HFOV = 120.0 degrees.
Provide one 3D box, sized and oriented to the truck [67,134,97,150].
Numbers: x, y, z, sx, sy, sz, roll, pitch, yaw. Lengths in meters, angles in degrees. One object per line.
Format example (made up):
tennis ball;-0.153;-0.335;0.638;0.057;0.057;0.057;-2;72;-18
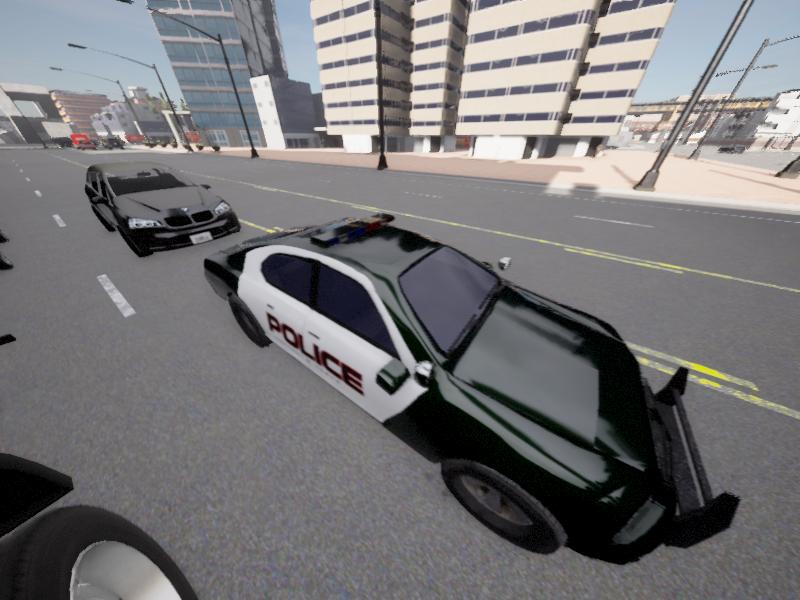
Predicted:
truck;-62.752;-31.278;45.620;5.204;2.467;2.627;28;44;32

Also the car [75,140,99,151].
car;-56.777;-28.025;41.849;3.988;1.617;1.851;25;42;31

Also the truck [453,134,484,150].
truck;21.621;-49.904;72.976;8.468;3.827;2.891;20;40;27

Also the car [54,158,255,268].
car;-6.468;-2.635;6.144;4.611;1.667;2.242;22;41;28

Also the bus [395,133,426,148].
bus;3.580;-57.134;82.625;10.273;4.253;3.944;22;40;26

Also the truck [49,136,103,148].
truck;-70.784;-34.650;50.633;2.390;2.098;6.274;13;37;17

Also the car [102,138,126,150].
car;-54.198;-29.552;43.746;3.866;1.878;1.905;25;42;31

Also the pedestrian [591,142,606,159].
pedestrian;26.123;-19.693;30.398;0.751;1.860;0.751;-25;42;-31

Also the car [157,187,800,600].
car;-0.081;0.024;2.544;4.974;1.542;2.038;22;41;28

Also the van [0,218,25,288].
van;-9.380;-1.488;4.217;4.442;1.987;1.775;22;41;28
